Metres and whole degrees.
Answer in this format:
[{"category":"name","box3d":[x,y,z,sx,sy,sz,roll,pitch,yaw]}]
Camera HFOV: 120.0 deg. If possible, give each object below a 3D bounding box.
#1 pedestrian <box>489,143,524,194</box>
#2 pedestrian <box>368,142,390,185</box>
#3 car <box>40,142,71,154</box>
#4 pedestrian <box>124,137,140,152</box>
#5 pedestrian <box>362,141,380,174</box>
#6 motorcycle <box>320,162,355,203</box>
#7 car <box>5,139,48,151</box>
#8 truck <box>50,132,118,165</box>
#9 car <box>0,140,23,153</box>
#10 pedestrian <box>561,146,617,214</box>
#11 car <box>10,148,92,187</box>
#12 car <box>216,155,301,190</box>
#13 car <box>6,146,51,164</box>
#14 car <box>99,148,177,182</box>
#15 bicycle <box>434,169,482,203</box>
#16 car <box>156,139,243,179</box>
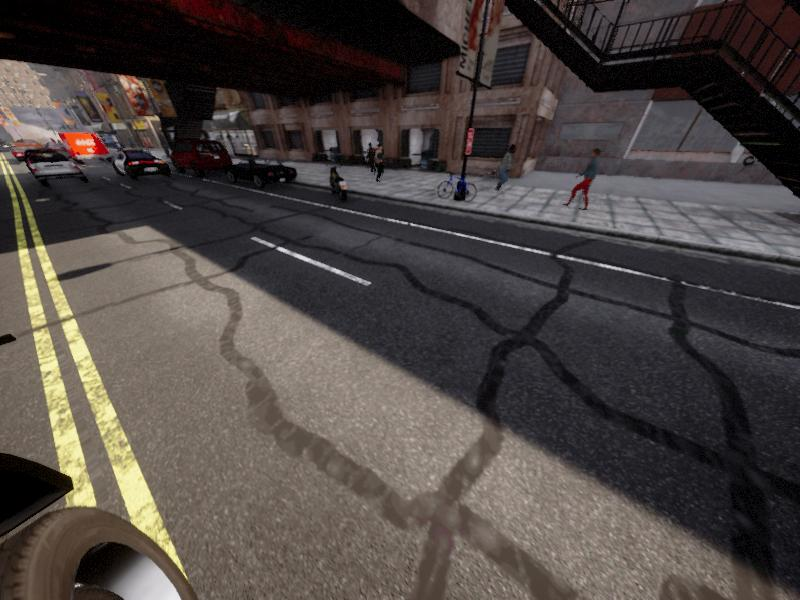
[{"category":"pedestrian","box3d":[4.663,-5.788,10.212,0.751,1.860,0.751,29,44,34]},{"category":"pedestrian","box3d":[-1.078,-7.223,12.210,0.751,1.860,0.751,27,43,33]},{"category":"car","box3d":[-53.756,-23.780,36.054,4.181,1.385,1.994,22,41,28]},{"category":"pedestrian","box3d":[-42.841,-24.851,36.923,0.751,1.860,0.751,14,38,19]},{"category":"pedestrian","box3d":[-1.920,-9.590,15.557,0.751,1.860,0.751,22,41,27]},{"category":"motorcycle","box3d":[-2.746,-5.177,10.072,0.764,1.277,2.356,-15,38,-21]},{"category":"car","box3d":[-66.164,-27.512,40.920,4.553,1.767,2.097,9,36,13]},{"category":"truck","box3d":[-31.545,-15.205,23.107,5.204,2.467,2.627,22,41,28]},{"category":"car","box3d":[-65.397,-25.143,37.788,4.611,1.667,2.242,12,37,16]},{"category":"pedestrian","box3d":[6.121,-3.942,7.607,0.751,1.860,0.751,19,39,25]},{"category":"car","box3d":[-20.398,-7.859,13.520,3.988,1.617,1.851,22,41,28]},{"category":"car","box3d":[-8.090,-7.383,13.180,4.718,1.301,1.895,22,41,28]},{"category":"car","box3d":[-38.563,-15.111,23.950,4.718,1.301,1.895,22,41,28]},{"category":"car","box3d":[-17.406,-9.073,15.327,4.974,1.542,2.038,22,41,28]},{"category":"bicycle","box3d":[2.239,-4.474,9.082,1.643,1.024,0.373,22,31,28]},{"category":"car","box3d":[-14.175,-10.123,16.389,5.566,2.045,2.435,22,41,28]}]
